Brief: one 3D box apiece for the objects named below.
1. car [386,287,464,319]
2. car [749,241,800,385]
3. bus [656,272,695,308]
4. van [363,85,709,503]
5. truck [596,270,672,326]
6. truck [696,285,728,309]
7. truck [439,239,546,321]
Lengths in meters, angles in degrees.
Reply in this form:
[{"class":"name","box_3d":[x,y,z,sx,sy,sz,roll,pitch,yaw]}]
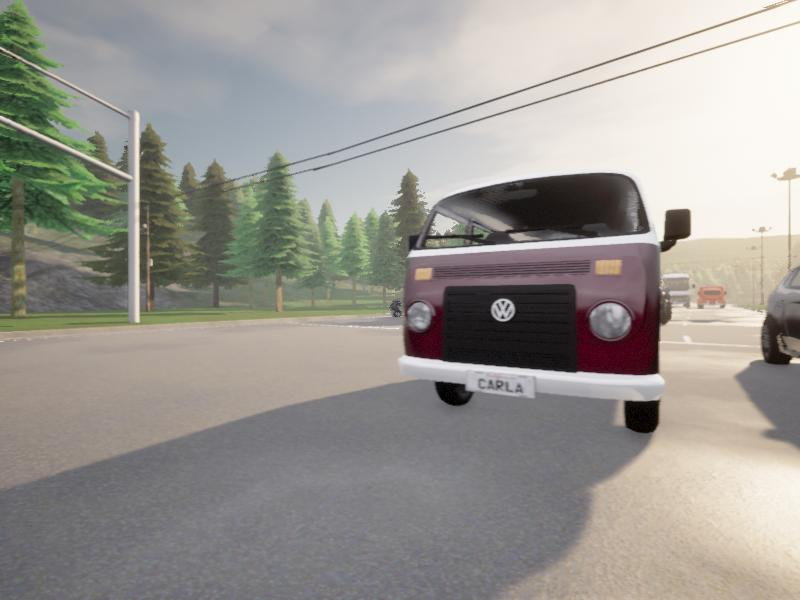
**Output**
[{"class":"car","box_3d":[1.604,0.173,23.318,2.152,1.651,5.027,0,0,36]},{"class":"car","box_3d":[5.791,0.150,4.384,2.242,1.667,4.611,0,0,32]},{"class":"bus","box_3d":[36.480,-1.174,52.714,3.944,4.253,10.273,0,0,36]},{"class":"van","box_3d":[1.756,-0.031,4.405,2.069,2.038,4.480,0,0,31]},{"class":"truck","box_3d":[10.805,-0.071,18.155,2.390,2.098,6.274,0,0,36]},{"class":"truck","box_3d":[34.336,-0.277,44.127,2.627,2.467,5.204,0,0,36]},{"class":"truck","box_3d":[5.659,-0.931,22.971,2.891,3.827,8.468,0,0,36]}]
